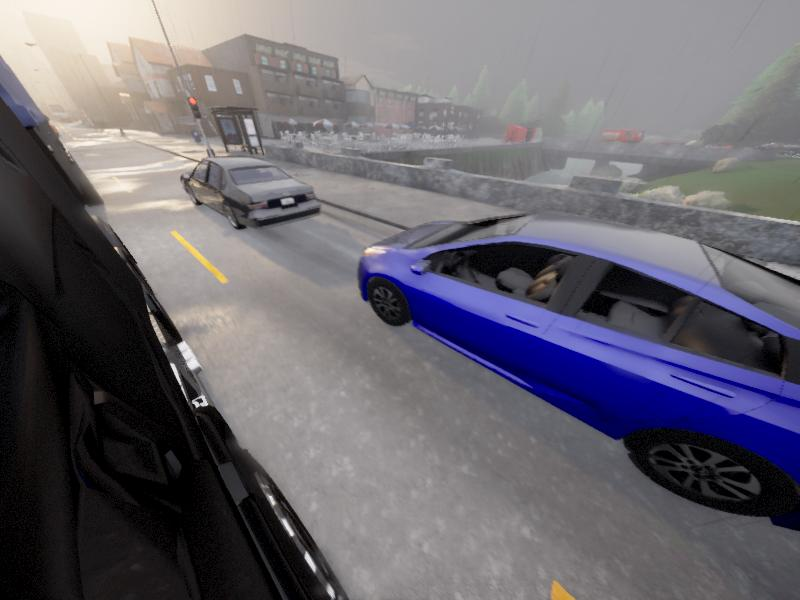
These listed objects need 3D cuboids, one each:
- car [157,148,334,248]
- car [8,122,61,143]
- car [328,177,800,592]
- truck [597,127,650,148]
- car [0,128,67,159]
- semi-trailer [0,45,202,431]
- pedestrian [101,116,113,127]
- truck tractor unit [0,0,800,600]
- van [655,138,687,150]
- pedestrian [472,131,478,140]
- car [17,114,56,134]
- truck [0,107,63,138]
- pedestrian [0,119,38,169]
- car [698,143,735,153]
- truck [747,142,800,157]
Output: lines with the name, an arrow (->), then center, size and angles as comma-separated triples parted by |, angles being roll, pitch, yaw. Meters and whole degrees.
car -> -4.462, -3.222, 6.521 | 5.357, 1.411, 2.033 | 28, 44, 30
car -> -33.181, -15.301, 21.082 | 4.181, 1.385, 1.994 | 28, 44, 30
car -> 1.535, -0.104, 2.582 | 4.514, 1.525, 2.007 | 28, 44, 30
truck -> 55.107, -40.342, 57.220 | 8.468, 3.827, 2.891 | 28, 44, 30
car -> -23.117, -9.948, 14.554 | 4.718, 1.301, 1.895 | 28, 44, 30
semi-trailer -> -8.706, -3.582, 4.245 | 14.254, 4.402, 2.717 | 28, 44, 30
pedestrian -> -61.769, -37.592, 48.618 | 0.751, 1.860, 0.751 | 28, 44, 30
truck tractor unit -> -2.645, -0.295, 0.351 | 6.516, 4.208, 3.053 | 28, 44, 30
van -> 64.949, -37.510, 55.518 | 4.442, 1.987, 1.775 | 28, 44, 30
pedestrian -> 18.392, -40.336, 56.682 | 0.751, 1.860, 0.751 | 28, 44, 30
car -> -46.767, -22.733, 29.812 | 3.866, 1.878, 1.905 | 28, 44, 30
truck -> -39.313, -19.021, 24.779 | 5.204, 2.467, 2.627 | 28, 44, 30
pedestrian -> -18.047, -7.046, 10.449 | 0.751, 1.860, 0.751 | -16, 40, -22
car -> 70.880, -34.149, 51.806 | 4.514, 1.525, 2.007 | 28, 44, 30
truck -> 77.279, -31.024, 47.446 | 6.274, 2.098, 2.390 | 28, 44, 30
